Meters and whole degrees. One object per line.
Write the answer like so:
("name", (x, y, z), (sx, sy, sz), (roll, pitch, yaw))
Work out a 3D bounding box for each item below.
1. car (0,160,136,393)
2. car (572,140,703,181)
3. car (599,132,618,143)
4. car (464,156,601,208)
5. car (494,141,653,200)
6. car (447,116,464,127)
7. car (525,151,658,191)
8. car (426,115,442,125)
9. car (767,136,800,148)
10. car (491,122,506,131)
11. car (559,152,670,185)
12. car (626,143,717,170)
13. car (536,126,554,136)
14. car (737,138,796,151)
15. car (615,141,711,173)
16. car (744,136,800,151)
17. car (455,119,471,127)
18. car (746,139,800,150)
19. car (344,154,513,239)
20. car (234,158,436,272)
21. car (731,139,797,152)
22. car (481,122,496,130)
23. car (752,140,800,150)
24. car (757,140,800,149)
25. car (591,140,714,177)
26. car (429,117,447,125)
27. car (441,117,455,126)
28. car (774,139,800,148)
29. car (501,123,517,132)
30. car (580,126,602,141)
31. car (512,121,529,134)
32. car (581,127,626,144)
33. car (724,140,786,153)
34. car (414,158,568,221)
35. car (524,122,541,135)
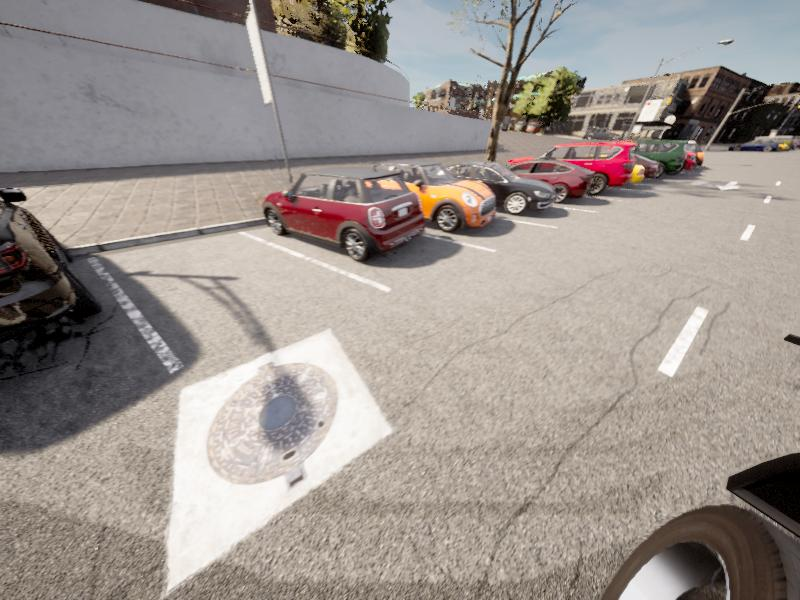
("car", (-6.658, -0.660, 3.147), (5.566, 2.045, 2.435), (21, 41, 29))
("car", (15.503, -9.619, 15.754), (5.566, 2.045, 2.435), (21, 40, 29))
("car", (38.153, -29.844, 42.381), (2.002, 1.452, 4.674), (27, 42, 25))
("car", (5.644, -5.421, 10.309), (4.792, 1.488, 2.163), (21, 40, 29))
("car", (8.103, -6.646, 11.554), (5.566, 2.045, 2.435), (21, 40, 29))
("car", (15.933, -51.436, 66.530), (2.435, 2.045, 5.566), (26, 42, 24))
("car", (10.440, -7.485, 13.172), (5.366, 1.575, 1.946), (21, 40, 29))
("car", (10.701, -56.183, 72.154), (2.435, 2.045, 5.566), (23, 39, 27))
("car", (79.269, -31.616, 46.245), (5.566, 2.045, 2.435), (27, 43, 35))
("car", (24.527, -43.022, 57.400), (2.002, 1.452, 4.674), (27, 42, 24))
("car", (13.061, -8.379, 14.505), (4.674, 1.452, 2.002), (21, 40, 29))
("car", (23.011, -12.438, 19.955), (4.553, 1.767, 2.185), (22, 41, 29))
("car", (31.336, -36.457, 49.857), (2.231, 1.521, 4.892), (27, 42, 25))
("car", (60.521, -25.793, 38.322), (4.553, 1.767, 2.185), (25, 42, 33))
("car", (20.586, -11.523, 18.485), (4.442, 1.987, 1.878), (22, 40, 29))
("car", (63.277, -26.669, 39.371), (4.442, 1.987, 1.878), (26, 42, 33))
("car", (17.766, -49.704, 64.967), (1.946, 1.575, 5.366), (26, 42, 24))
("car", (65.842, -27.364, 40.738), (4.892, 1.521, 2.231), (26, 42, 34))
("car", (0.726, -3.563, 7.425), (4.553, 1.767, 2.185), (21, 40, 29))
("car", (-1.686, -2.542, 5.989), (4.553, 1.767, 2.185), (21, 41, 29))
("car", (58.050, -24.757, 37.074), (5.366, 1.575, 1.946), (25, 42, 33))
("car", (22.806, -44.667, 59.272), (2.002, 1.452, 4.674), (27, 42, 25))
("car", (68.510, -28.155, 41.910), (4.674, 1.452, 2.002), (26, 43, 34))
("car", (71.182, -28.979, 43.063), (4.674, 1.452, 2.002), (27, 42, 34))
("car", (18.032, -10.592, 17.127), (5.566, 2.045, 2.435), (21, 40, 29))
("car", (10.675, -50.402, 65.081), (2.128, 1.511, 4.902), (-21, 45, -29))
("car", (14.161, -52.984, 68.477), (2.185, 1.767, 4.553), (26, 42, 24))
("car", (81.951, -32.203, 47.499), (5.008, 1.535, 2.097), (28, 43, 35))
("car", (26.339, -41.493, 55.618), (1.946, 1.575, 5.366), (27, 42, 25))
("car", (36.482, -31.731, 44.095), (2.435, 2.045, 5.566), (27, 42, 25))
("car", (27.889, -39.878, 53.398), (1.878, 1.987, 4.442), (27, 43, 25))
("car", (32.212, -26.183, 36.716), (1.932, 1.855, 4.605), (-20, 45, -29))
("car", (55.229, -24.029, 36.133), (4.792, 1.488, 2.163), (25, 42, 32))
("car", (3.208, -4.446, 8.886), (4.892, 1.521, 2.231), (21, 40, 29))
("car", (29.596, -38.229, 51.518), (1.878, 1.987, 4.442), (27, 43, 25))
